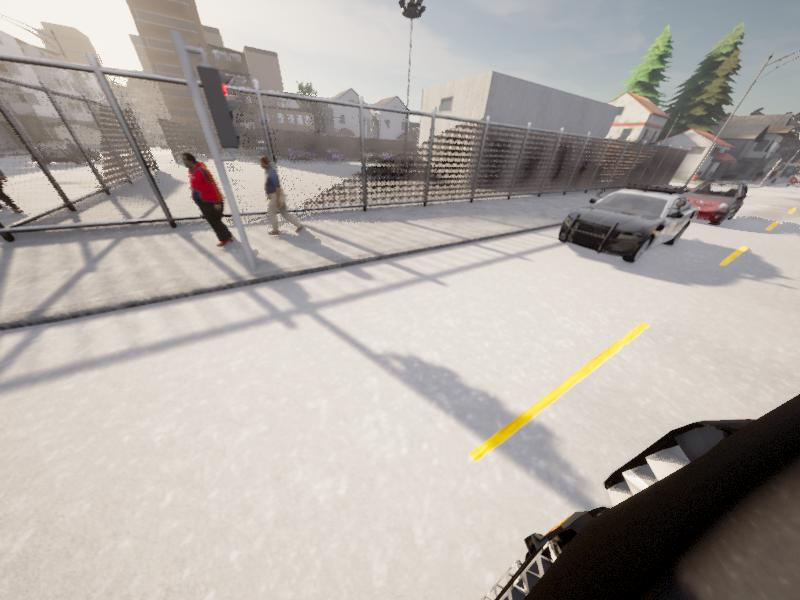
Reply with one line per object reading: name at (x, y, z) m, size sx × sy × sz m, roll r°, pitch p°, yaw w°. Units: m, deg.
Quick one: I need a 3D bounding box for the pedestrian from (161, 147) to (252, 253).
pedestrian at (-3.948, -2.063, 4.839) m, size 0.751 × 1.860 × 0.751 m, roll 27°, pitch 40°, yaw 31°

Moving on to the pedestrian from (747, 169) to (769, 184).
pedestrian at (50.957, -17.593, 32.864) m, size 0.751 × 1.860 × 0.751 m, roll -12°, pitch 36°, yaw -22°

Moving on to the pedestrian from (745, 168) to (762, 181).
pedestrian at (61.304, -21.818, 40.102) m, size 0.751 × 1.860 × 0.751 m, roll -18°, pitch 39°, yaw -29°

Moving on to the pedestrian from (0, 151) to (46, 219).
pedestrian at (-10.525, -3.132, 5.910) m, size 0.751 × 1.860 × 0.751 m, roll -24°, pitch 42°, yaw -35°

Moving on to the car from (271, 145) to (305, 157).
car at (-19.788, -26.350, 40.787) m, size 4.902 × 1.511 × 2.128 m, roll -17°, pitch 38°, yaw -27°

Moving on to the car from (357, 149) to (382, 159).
car at (-6.297, -30.311, 47.905) m, size 4.892 × 1.490 × 1.837 m, roll -17°, pitch 38°, yaw -28°

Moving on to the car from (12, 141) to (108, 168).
car at (-24.595, -10.853, 17.081) m, size 2.033 × 1.411 × 5.357 m, roll -16°, pitch 38°, yaw -26°

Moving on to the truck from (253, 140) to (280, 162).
truck at (-16.436, -18.362, 28.397) m, size 2.069 × 2.038 × 4.478 m, roll -16°, pitch 38°, yaw -27°

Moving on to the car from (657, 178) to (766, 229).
car at (14.199, -4.538, 10.558) m, size 3.988 × 1.617 × 1.851 m, roll -16°, pitch 38°, yaw -27°

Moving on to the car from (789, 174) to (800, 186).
car at (64.773, -19.162, 36.911) m, size 4.514 × 1.525 × 2.007 m, roll -17°, pitch 38°, yaw -27°

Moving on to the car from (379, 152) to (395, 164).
car at (-1.986, -21.320, 34.586) m, size 1.481 × 1.379 × 2.207 m, roll -16°, pitch 38°, yaw -27°

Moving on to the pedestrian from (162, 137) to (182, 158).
pedestrian at (-24.442, -16.382, 24.793) m, size 0.751 × 1.860 × 0.751 m, roll -8°, pitch 35°, yaw -17°

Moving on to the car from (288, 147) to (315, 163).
car at (-12.964, -19.007, 30.224) m, size 2.033 × 1.415 × 5.357 m, roll -16°, pitch 38°, yaw -27°

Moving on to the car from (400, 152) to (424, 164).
car at (1.883, -23.335, 37.886) m, size 1.816 × 1.474 × 4.193 m, roll -16°, pitch 38°, yaw -27°

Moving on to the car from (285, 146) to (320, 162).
car at (-12.684, -19.044, 30.173) m, size 3.705 × 1.547 × 1.789 m, roll -16°, pitch 38°, yaw -27°

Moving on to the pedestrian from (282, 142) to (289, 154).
pedestrian at (-22.307, -29.607, 44.950) m, size 0.751 × 1.860 × 0.751 m, roll -18°, pitch 39°, yaw -29°

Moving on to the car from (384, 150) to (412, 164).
car at (-0.463, -22.239, 35.911) m, size 2.242 × 1.667 × 4.611 m, roll -16°, pitch 38°, yaw -27°

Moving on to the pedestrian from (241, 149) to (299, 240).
pedestrian at (-3.043, -2.521, 5.606) m, size 0.751 × 1.860 × 0.751 m, roll -9°, pitch 35°, yaw -17°

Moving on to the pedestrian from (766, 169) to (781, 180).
pedestrian at (76.122, -25.640, 47.102) m, size 0.751 × 1.860 × 0.751 m, roll -22°, pitch 41°, yaw -33°

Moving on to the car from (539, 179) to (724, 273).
car at (6.809, -2.456, 6.770) m, size 5.238 × 1.638 × 1.930 m, roll -17°, pitch 38°, yaw -27°

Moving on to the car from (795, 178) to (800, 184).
car at (74.204, -21.810, 41.835) m, size 4.181 × 1.385 × 1.994 m, roll -16°, pitch 38°, yaw -27°

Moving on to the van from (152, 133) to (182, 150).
van at (-44.511, -30.475, 44.327) m, size 2.351 × 2.431 × 6.366 m, roll -16°, pitch 38°, yaw -27°

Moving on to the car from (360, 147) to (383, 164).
car at (-4.274, -21.383, 34.113) m, size 1.905 × 1.878 × 3.866 m, roll -16°, pitch 38°, yaw -27°

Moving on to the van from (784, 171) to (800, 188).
van at (58.154, -17.458, 33.375) m, size 4.442 × 1.987 × 1.775 m, roll -16°, pitch 38°, yaw -27°

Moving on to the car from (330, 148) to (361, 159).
car at (-9.855, -26.636, 42.039) m, size 4.902 × 1.511 × 2.128 m, roll -16°, pitch 38°, yaw -26°

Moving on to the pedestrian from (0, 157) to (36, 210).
pedestrian at (-11.833, -3.602, 6.512) m, size 0.751 × 1.860 × 0.751 m, roll -16°, pitch 38°, yaw -27°

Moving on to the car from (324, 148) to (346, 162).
car at (-9.151, -20.426, 32.572) m, size 1.845 × 1.501 × 3.633 m, roll -16°, pitch 38°, yaw -27°
